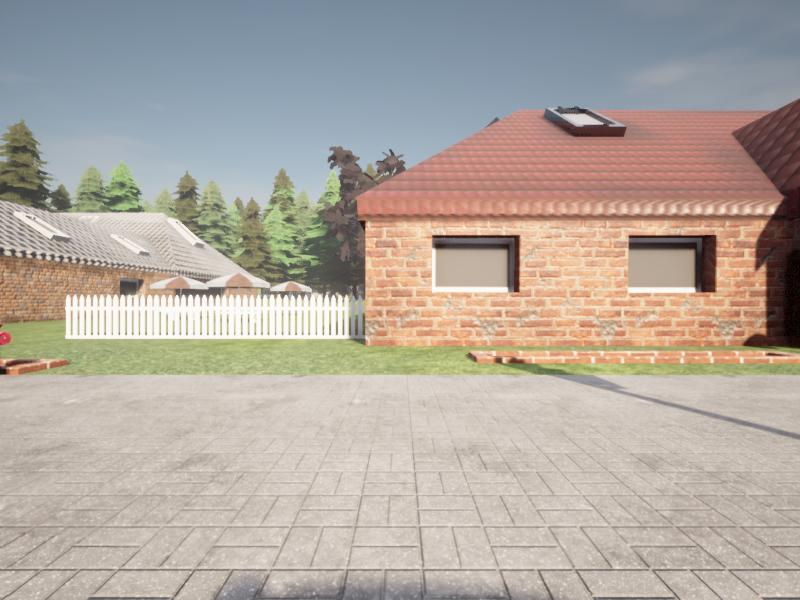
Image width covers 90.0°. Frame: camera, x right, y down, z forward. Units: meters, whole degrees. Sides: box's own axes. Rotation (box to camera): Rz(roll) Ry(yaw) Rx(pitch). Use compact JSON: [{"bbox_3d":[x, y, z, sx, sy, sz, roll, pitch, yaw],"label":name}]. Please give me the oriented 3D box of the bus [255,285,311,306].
[{"bbox_3d":[-23.483,-0.919,80.743,10.273,4.253,3.944,0,0,0],"label":"bus"}]
